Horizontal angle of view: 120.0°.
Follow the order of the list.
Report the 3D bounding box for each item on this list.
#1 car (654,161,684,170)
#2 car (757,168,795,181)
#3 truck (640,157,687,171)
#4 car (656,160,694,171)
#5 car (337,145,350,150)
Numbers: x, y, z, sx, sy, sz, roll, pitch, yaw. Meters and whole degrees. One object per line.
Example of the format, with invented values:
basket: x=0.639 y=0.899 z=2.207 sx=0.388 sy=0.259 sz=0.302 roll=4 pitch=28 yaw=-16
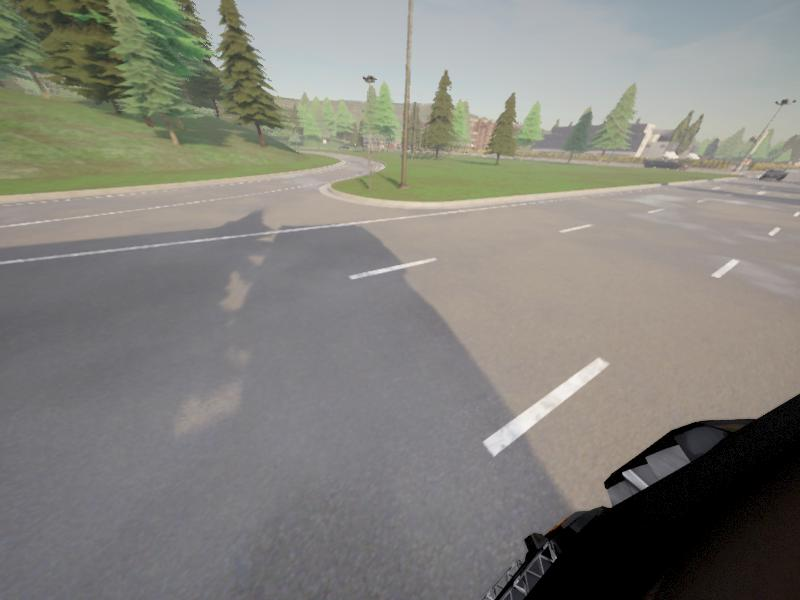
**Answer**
car: x=63.573 y=-31.877 z=54.673 sx=1.994 sy=1.385 sz=4.181 roll=-17 pitch=38 yaw=-26
car: x=55.688 y=-18.642 z=34.207 sx=4.902 sy=1.511 sz=2.128 roll=-16 pitch=38 yaw=-26
truck: x=57.891 y=-30.073 z=50.933 sx=2.390 sy=2.098 sz=6.274 roll=-17 pitch=38 yaw=-26
car: x=61.497 y=-30.189 z=51.780 sx=2.152 sy=1.651 sz=5.027 roll=-17 pitch=38 yaw=-26
car: x=-23.303 y=-62.512 z=94.612 sx=4.674 sy=1.442 sz=1.812 roll=-16 pitch=38 yaw=-25
